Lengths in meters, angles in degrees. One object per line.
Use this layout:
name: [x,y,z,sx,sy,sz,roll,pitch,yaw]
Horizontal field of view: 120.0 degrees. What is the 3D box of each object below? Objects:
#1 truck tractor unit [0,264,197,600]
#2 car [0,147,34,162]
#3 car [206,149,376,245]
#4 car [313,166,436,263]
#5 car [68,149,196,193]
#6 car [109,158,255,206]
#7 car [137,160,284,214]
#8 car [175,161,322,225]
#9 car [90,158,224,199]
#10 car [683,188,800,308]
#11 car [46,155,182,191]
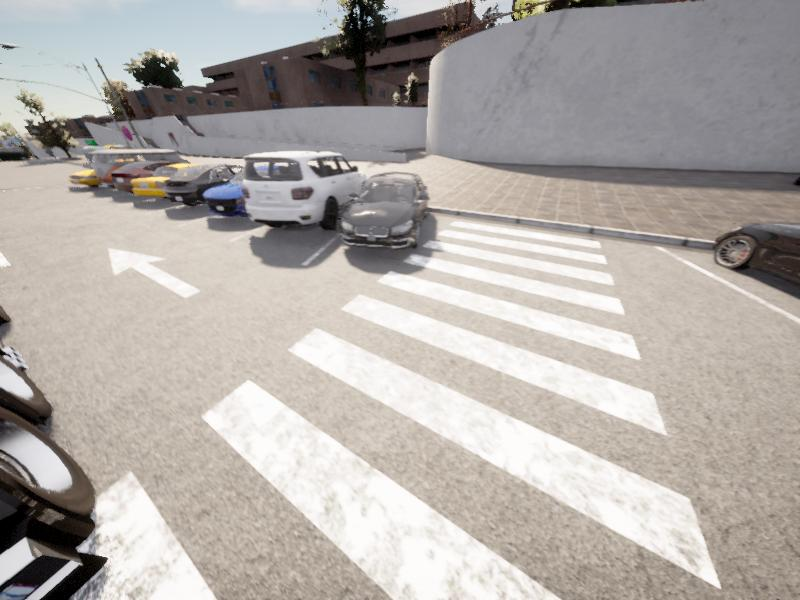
truck tractor unit: [-5.115,-0.293,0.795,6.516,4.208,3.053,18,39,24]
car: [-63.617,-23.368,37.032,1.878,1.987,4.442,5,34,9]
car: [-2.807,-3.963,8.000,2.435,2.045,5.566,5,34,8]
car: [-0.214,-2.908,6.887,2.231,1.521,4.892,6,34,8]
car: [-15.741,-8.002,14.088,1.878,1.987,4.442,6,34,8]
car: [-10.526,-6.331,11.980,1.946,1.575,5.366,5,34,8]
car: [-7.977,-5.394,10.588,2.231,1.521,4.892,5,34,8]
car: [-5.384,-4.571,9.356,2.097,1.535,5.008,6,34,8]
car: [-13.138,-7.045,13.111,2.163,1.488,4.792,5,34,9]
car: [7.524,-0.361,3.203,2.002,1.452,4.674,5,35,8]
car: [-18.335,-8.606,15.397,1.946,1.575,5.366,6,34,8]
